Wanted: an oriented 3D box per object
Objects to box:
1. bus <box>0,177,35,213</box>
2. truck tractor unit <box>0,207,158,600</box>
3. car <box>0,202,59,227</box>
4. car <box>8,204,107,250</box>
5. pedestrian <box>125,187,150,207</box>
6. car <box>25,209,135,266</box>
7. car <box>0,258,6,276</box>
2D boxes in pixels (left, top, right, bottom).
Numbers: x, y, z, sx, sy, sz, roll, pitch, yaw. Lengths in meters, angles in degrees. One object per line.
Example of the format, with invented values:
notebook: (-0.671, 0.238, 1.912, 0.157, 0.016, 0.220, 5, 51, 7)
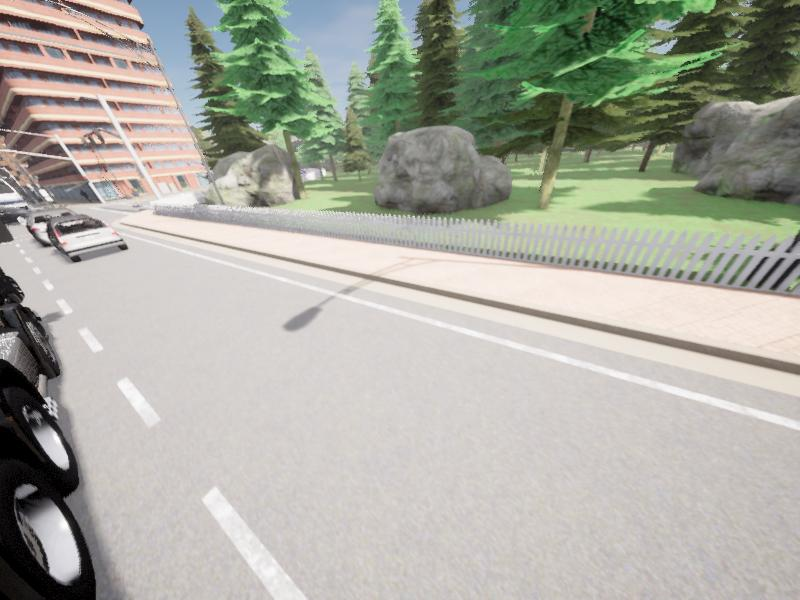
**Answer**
bus: (-61.294, -15.893, 35.118, 10.273, 4.253, 3.944, 14, 37, 28)
truck tractor unit: (-5.143, -0.061, 1.331, 6.516, 4.208, 3.053, 7, 23, 34)
car: (-34.917, -7.450, 20.502, 4.892, 1.490, 1.837, -14, 33, -13)
car: (-19.616, -4.338, 13.249, 4.611, 1.667, 2.242, 14, 37, 28)
pedestrian: (-27.542, -10.771, 24.236, 0.751, 1.860, 0.751, 10, 35, 22)
car: (-14.269, -2.939, 10.326, 3.988, 1.617, 1.851, 14, 37, 28)
car: (-17.850, -1.631, 8.865, 4.902, 1.511, 2.128, 14, 37, 28)
